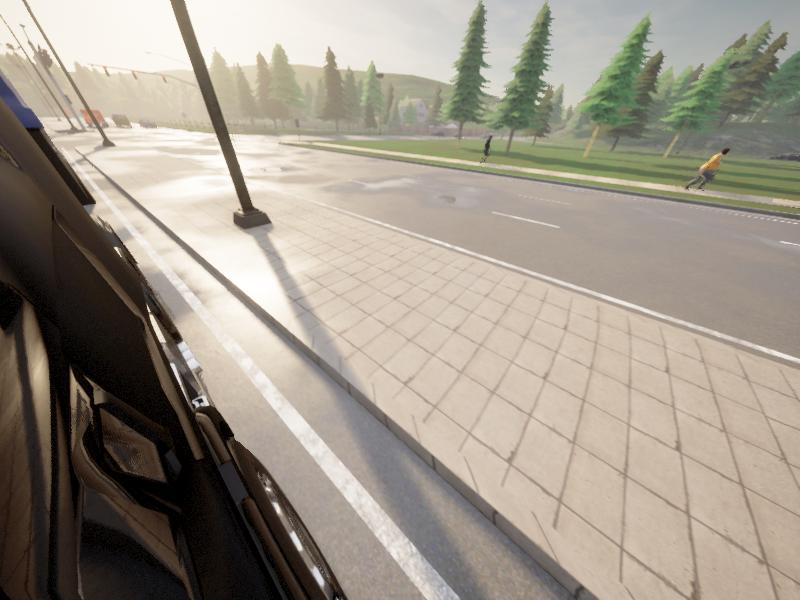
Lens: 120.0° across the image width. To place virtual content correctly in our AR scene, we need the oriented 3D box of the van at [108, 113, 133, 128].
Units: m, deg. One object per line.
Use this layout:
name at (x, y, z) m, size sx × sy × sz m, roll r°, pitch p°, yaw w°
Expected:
van at (-53.324, -34.250, 44.089) m, size 4.442 × 1.987 × 1.775 m, roll 27°, pitch 43°, yaw 29°

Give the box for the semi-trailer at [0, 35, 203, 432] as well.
semi-trailer at (-8.765, -3.567, 4.148) m, size 14.254 × 4.402 × 2.717 m, roll 27°, pitch 43°, yaw 29°

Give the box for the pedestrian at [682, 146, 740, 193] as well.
pedestrian at (14.778, -6.233, 11.070) m, size 0.751 × 1.860 × 0.751 m, roll 28°, pitch 44°, yaw 30°

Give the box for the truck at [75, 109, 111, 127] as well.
truck at (-54.968, -32.595, 41.379) m, size 5.204 × 2.467 × 2.627 m, roll 27°, pitch 43°, yaw 29°

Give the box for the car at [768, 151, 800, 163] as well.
car at (67.011, -24.186, 39.137) m, size 4.718 × 1.301 × 1.895 m, roll 18°, pitch 39°, yaw 19°

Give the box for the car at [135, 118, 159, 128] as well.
car at (-50.580, -35.299, 46.147) m, size 5.357 × 1.411 × 2.033 m, roll 27°, pitch 43°, yaw 29°

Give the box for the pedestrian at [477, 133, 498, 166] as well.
pedestrian at (6.243, -10.785, 16.570) m, size 0.751 × 1.860 × 0.751 m, roll 28°, pitch 43°, yaw 29°

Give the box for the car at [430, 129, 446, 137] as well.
car at (11.981, -52.664, 72.825) m, size 2.150 × 2.045 × 5.566 m, roll 28°, pitch 44°, yaw 29°

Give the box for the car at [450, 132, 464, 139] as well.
car at (17.172, -49.469, 69.359) m, size 1.837 × 1.490 × 4.892 m, roll 28°, pitch 44°, yaw 29°

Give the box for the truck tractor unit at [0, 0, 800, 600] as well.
truck tractor unit at (-2.645, -0.295, 0.352) m, size 6.516 × 4.208 × 3.053 m, roll 28°, pitch 44°, yaw 30°
